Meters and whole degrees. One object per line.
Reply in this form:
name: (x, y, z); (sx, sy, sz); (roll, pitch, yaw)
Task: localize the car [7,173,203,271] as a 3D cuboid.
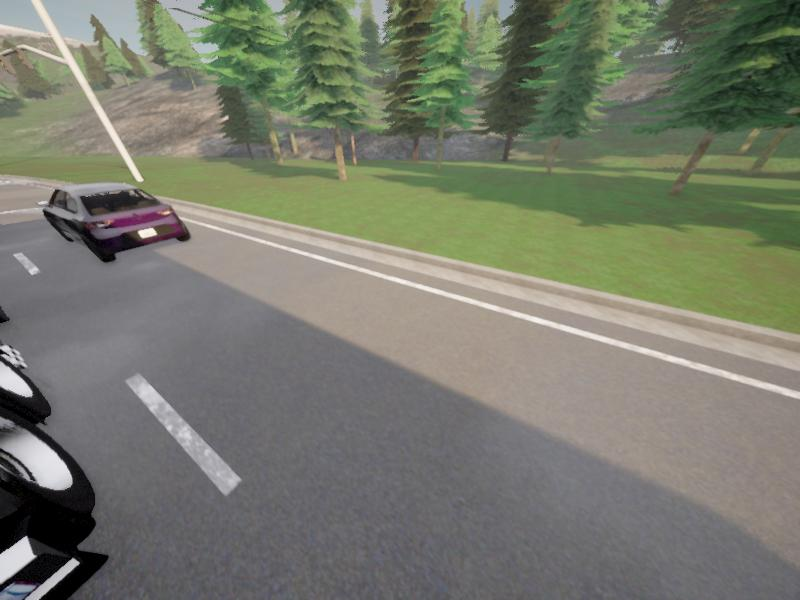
car: (-7.595, -2.270, 6.024); (4.193, 1.474, 1.816); (18, 39, 24)

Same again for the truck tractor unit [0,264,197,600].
truck tractor unit: (-5.115, -0.296, 0.779); (6.516, 4.208, 3.053); (18, 39, 24)
